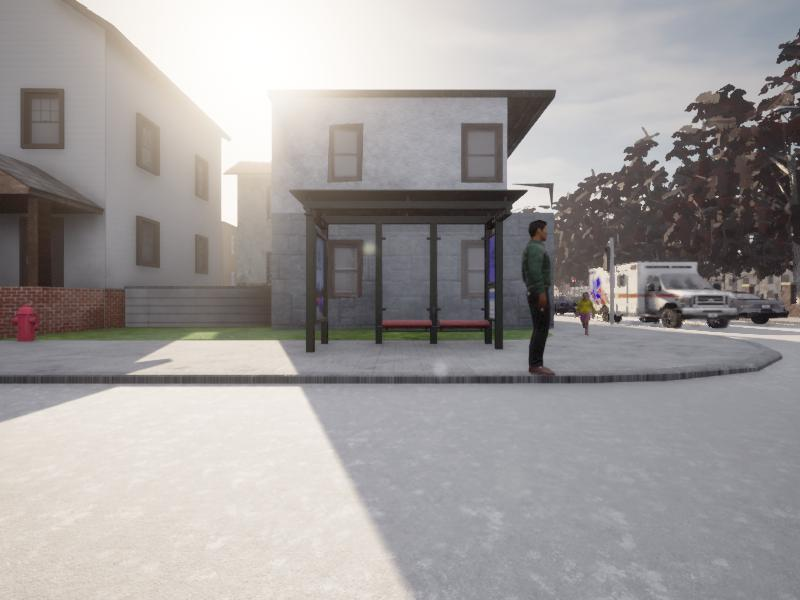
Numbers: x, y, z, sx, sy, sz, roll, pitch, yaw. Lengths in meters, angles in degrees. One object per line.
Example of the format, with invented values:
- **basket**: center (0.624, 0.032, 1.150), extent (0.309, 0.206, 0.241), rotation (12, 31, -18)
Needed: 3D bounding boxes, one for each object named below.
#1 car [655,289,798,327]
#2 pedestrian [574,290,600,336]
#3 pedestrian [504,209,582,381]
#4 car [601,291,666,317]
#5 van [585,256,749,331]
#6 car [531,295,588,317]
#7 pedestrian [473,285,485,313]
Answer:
- **car**: center (13.945, 0.295, 17.673), extent (2.033, 1.411, 5.357), rotation (0, 0, 2)
- **pedestrian**: center (4.565, 0.305, 9.757), extent (0.500, 1.100, 0.500), rotation (0, 0, 34)
- **pedestrian**: center (1.661, -0.054, 4.766), extent (0.751, 1.860, 0.751), rotation (0, 0, 9)
- **car**: center (14.194, 0.227, 24.567), extent (1.845, 1.501, 3.633), rotation (0, 0, -1)
- **van**: center (10.069, -0.222, 16.065), extent (2.351, 2.431, 6.366), rotation (0, 0, 0)
- **car**: center (10.202, 0.344, 25.952), extent (1.895, 1.301, 4.718), rotation (0, 0, 1)
- **pedestrian**: center (5.352, -0.067, 27.095), extent (0.751, 1.860, 0.751), rotation (0, 0, 8)
